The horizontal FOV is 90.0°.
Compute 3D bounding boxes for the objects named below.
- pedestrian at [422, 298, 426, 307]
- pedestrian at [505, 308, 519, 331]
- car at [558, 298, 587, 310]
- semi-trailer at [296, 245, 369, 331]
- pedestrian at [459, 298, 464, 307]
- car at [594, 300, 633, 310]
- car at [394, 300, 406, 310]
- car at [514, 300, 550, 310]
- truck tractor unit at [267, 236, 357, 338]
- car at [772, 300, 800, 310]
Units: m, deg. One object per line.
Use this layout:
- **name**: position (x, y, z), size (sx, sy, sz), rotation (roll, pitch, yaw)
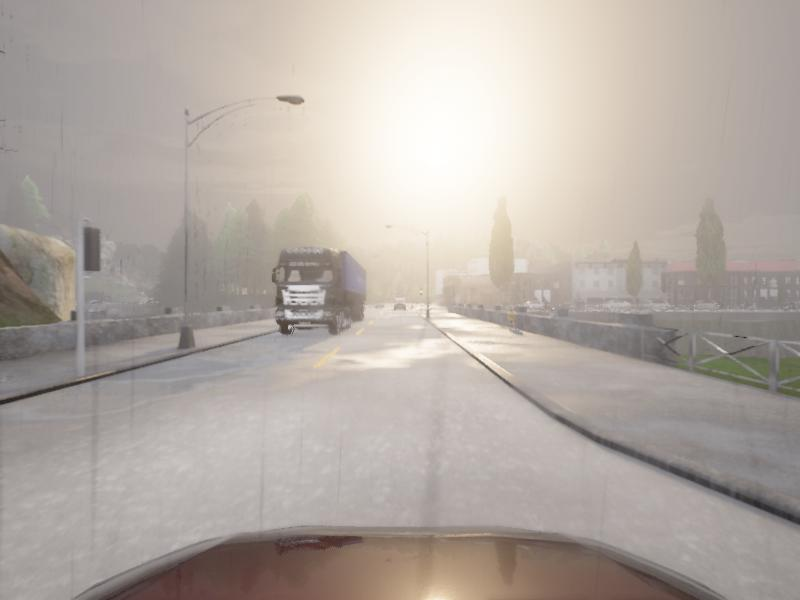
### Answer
- **pedestrian**: position (5.372, 0.533, 90.246), size (0.751, 1.860, 0.751), rotation (0, 0, -4)
- **pedestrian**: position (5.352, 0.913, 19.094), size (0.500, 1.100, 0.500), rotation (0, 0, -6)
- **car**: position (27.349, 0.646, 63.420), size (3.866, 1.878, 1.905), rotation (0, 0, 0)
- **semi-trailer**: position (-4.050, -0.618, 27.770), size (2.717, 4.402, 14.254), rotation (0, 0, 0)
- **pedestrian**: position (12.306, 0.537, 79.700), size (0.751, 1.860, 0.751), rotation (0, 0, 45)
- **car**: position (33.841, 0.781, 63.430), size (5.027, 1.651, 2.152), rotation (0, 0, 0)
- **car**: position (0.001, 0.822, 67.426), size (2.038, 1.542, 4.974), rotation (0, 0, 0)
- **car**: position (20.851, 0.827, 63.391), size (4.974, 1.542, 2.038), rotation (0, 0, 0)
- **truck tractor unit**: position (-4.000, -0.522, 19.856), size (3.053, 4.208, 6.516), rotation (0, 0, 0)
- **car**: position (62.560, 0.772, 63.452), size (5.238, 1.638, 1.930), rotation (0, 0, 0)
